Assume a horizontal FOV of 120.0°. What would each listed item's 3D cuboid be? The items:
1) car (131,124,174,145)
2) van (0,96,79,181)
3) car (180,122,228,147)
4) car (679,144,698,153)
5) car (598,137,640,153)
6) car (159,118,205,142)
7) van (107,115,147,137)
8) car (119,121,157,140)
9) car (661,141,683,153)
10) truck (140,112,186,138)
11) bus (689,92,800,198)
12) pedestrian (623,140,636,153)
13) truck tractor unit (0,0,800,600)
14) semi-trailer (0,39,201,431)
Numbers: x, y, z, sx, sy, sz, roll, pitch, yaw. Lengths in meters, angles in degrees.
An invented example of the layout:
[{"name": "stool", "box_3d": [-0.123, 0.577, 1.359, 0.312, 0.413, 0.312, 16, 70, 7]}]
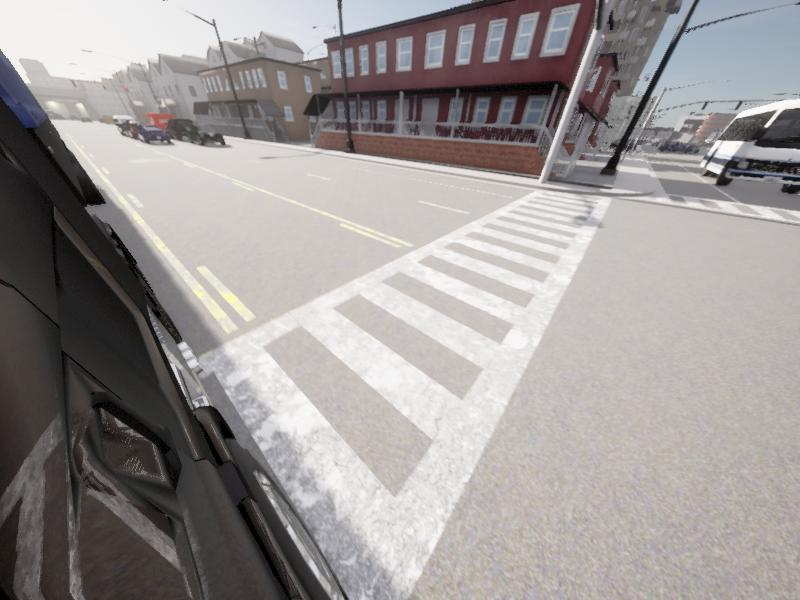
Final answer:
[{"name": "car", "box_3d": [-24.427, -16.343, 22.772, 4.674, 1.442, 1.812, 28, 44, 30]}, {"name": "van", "box_3d": [-16.635, -7.132, 10.022, 5.915, 2.561, 1.988, 28, 44, 30]}, {"name": "car", "box_3d": [-19.753, -16.730, 23.291, 4.553, 1.767, 2.097, 28, 44, 30]}, {"name": "car", "box_3d": [67.402, -35.426, 53.986, 1.882, 1.535, 5.008, 28, 44, 30]}, {"name": "car", "box_3d": [42.226, -30.043, 44.640, 5.566, 2.045, 2.150, 30, 45, 28]}, {"name": "car", "box_3d": [-25.282, -19.783, 26.816, 5.566, 2.045, 2.150, 28, 44, 30]}, {"name": "van", "box_3d": [-34.335, -21.909, 29.098, 4.480, 2.038, 2.069, 28, 44, 30]}, {"name": "car", "box_3d": [-29.655, -19.222, 26.159, 3.988, 1.617, 1.851, 28, 44, 30]}, {"name": "car", "box_3d": [60.367, -34.087, 51.333, 2.150, 2.045, 5.566, 28, 44, 30]}, {"name": "truck", "box_3d": [-31.343, -23.127, 30.557, 5.204, 2.467, 2.627, 29, 44, 31]}, {"name": "bus", "box_3d": [23.591, -9.835, 14.732, 3.944, 4.253, 10.273, 28, 44, 30]}, {"name": "pedestrian", "box_3d": [40.392, -27.026, 40.692, 0.751, 1.860, 0.751, -29, 47, -35]}, {"name": "truck tractor unit", "box_3d": [-2.645, -0.295, 0.351, 6.516, 4.208, 3.053, 28, 44, 30]}, {"name": "semi-trailer", "box_3d": [-8.673, -3.621, 4.253, 14.254, 4.402, 2.717, 28, 44, 30]}]
